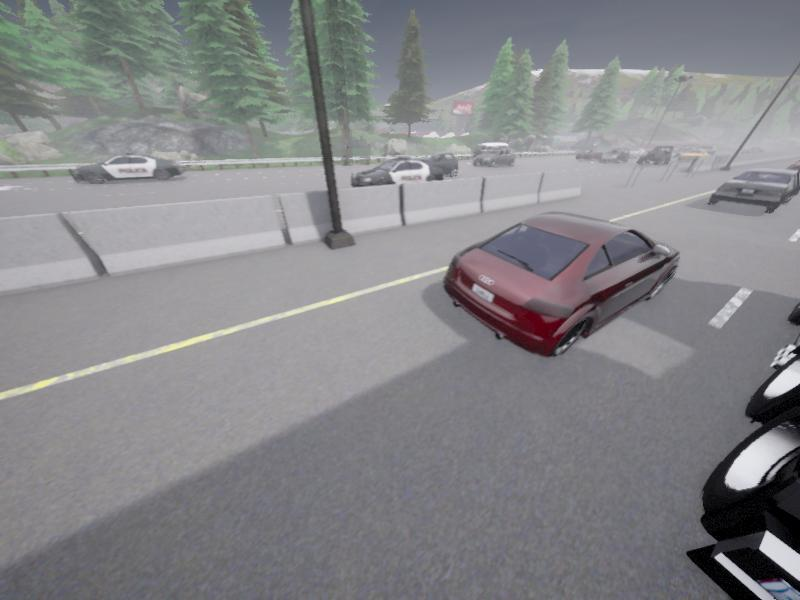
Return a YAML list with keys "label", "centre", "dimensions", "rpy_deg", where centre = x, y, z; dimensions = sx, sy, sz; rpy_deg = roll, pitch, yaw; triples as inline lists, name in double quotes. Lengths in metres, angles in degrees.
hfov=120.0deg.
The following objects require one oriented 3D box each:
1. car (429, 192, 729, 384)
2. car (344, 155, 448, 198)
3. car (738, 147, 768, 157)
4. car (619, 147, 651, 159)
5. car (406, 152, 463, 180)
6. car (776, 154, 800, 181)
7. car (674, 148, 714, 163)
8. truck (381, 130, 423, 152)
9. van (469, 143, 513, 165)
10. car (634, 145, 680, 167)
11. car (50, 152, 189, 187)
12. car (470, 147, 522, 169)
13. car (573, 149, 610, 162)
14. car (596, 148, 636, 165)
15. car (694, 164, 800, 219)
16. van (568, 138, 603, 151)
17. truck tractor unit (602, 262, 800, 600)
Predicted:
- label: "car"
  centre: [2.821, -0.691, 3.841]
  dimensions: [4.181, 1.385, 1.994]
  rpy_deg: [-18, 39, -24]
- label: "car"
  centre: [-0.135, -6.719, 12.344]
  dimensions: [4.974, 1.542, 2.038]
  rpy_deg: [-18, 39, -25]
- label: "car"
  centre: [71.628, -30.072, 46.837]
  dimensions: [5.027, 1.651, 2.152]
  rpy_deg: [-18, 39, -25]
- label: "car"
  centre: [37.936, -23.733, 37.285]
  dimensions: [4.674, 1.442, 1.812]
  rpy_deg: [-18, 39, -25]
- label: "car"
  centre: [2.518, -9.903, 16.955]
  dimensions: [3.633, 1.501, 1.845]
  rpy_deg: [-18, 39, -25]
- label: "car"
  centre: [31.158, -10.009, 17.392]
  dimensions: [4.974, 1.542, 2.038]
  rpy_deg: [-18, 39, -25]
- label: "car"
  centre: [40.636, -20.052, 31.895]
  dimensions: [5.366, 1.575, 1.801]
  rpy_deg: [-18, 39, -24]
- label: "truck"
  centre: [0.400, -35.015, 51.044]
  dimensions: [8.468, 3.827, 2.891]
  rpy_deg: [-8, 36, -12]
- label: "van"
  centre: [10.745, -17.408, 27.391]
  dimensions: [4.480, 2.038, 2.069]
  rpy_deg: [-18, 39, -25]
- label: "car"
  centre: [29.387, -16.508, 26.409]
  dimensions: [3.866, 1.878, 1.905]
  rpy_deg: [-18, 39, -24]
- label: "car"
  centre: [-16.770, -8.215, 14.332]
  dimensions: [4.974, 1.542, 2.038]
  rpy_deg: [-18, 39, -25]
- label: "car"
  centre: [9.799, -14.635, 23.713]
  dimensions: [4.611, 1.667, 2.242]
  rpy_deg: [-18, 39, -24]
- label: "car"
  centre: [26.285, -19.868, 31.737]
  dimensions: [4.718, 1.301, 1.895]
  rpy_deg: [-18, 39, -25]
- label: "car"
  centre: [26.608, -17.793, 28.481]
  dimensions: [3.988, 1.617, 1.851]
  rpy_deg: [-18, 39, -25]
- label: "car"
  centre: [15.452, -4.823, 9.892]
  dimensions: [5.357, 1.411, 2.033]
  rpy_deg: [-18, 39, -25]
- label: "van"
  centre: [45.624, -38.300, 56.986]
  dimensions: [1.988, 2.561, 5.915]
  rpy_deg: [-18, 39, -25]
- label: "truck tractor unit"
  centre: [5.111, -0.300, 0.790]
  dimensions: [6.516, 4.208, 3.053]
  rpy_deg: [-18, 39, -24]
